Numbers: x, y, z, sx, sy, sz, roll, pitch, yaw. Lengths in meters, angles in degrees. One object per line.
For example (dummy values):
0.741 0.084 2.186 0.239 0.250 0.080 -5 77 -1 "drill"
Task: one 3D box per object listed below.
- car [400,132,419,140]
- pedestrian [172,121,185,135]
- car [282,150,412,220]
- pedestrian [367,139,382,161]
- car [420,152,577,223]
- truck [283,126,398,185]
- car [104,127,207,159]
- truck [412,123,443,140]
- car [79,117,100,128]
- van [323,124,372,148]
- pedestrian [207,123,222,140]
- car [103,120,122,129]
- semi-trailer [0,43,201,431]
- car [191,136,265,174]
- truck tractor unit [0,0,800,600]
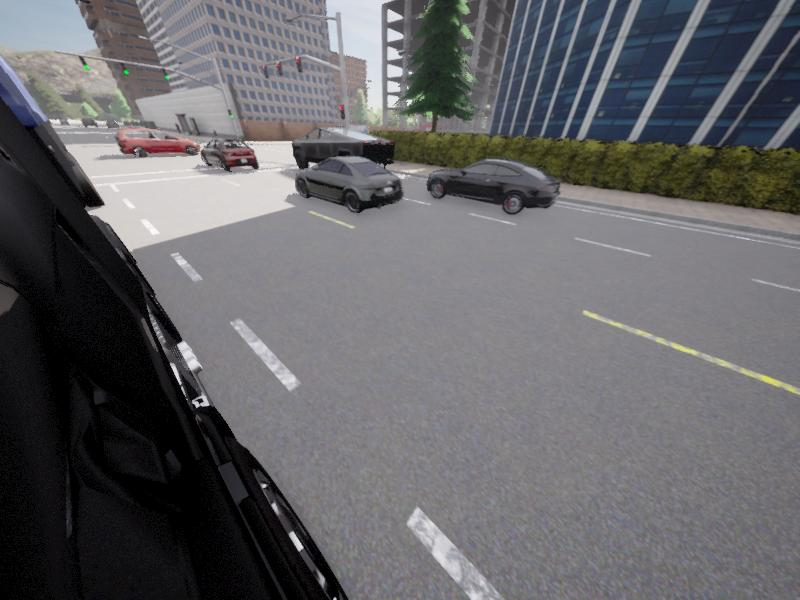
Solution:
2.710 -45.306 63.826 4.974 1.542 2.038 28 44 30 "car"
-37.535 -29.075 39.120 0.751 1.860 0.751 30 45 33 "pedestrian"
-1.880 -4.179 8.007 4.181 1.385 1.994 28 43 30 "car"
-1.907 -11.274 17.362 0.751 1.300 0.751 24 42 26 "pedestrian"
3.193 -4.264 8.323 4.674 1.442 1.812 27 43 30 "car"
-3.301 -7.958 12.431 6.274 2.098 2.390 28 44 31 "truck"
-17.704 -11.595 17.012 2.242 1.667 4.611 28 43 30 "car"
7.852 -48.983 67.128 8.468 3.827 2.891 28 44 31 "truck"
-77.362 -44.063 57.474 5.566 2.045 2.150 28 43 30 "car"
-6.997 -22.460 31.670 2.351 2.431 6.366 28 43 30 "van"
-24.964 -22.665 31.103 0.751 1.860 0.751 26 43 29 "pedestrian"
-71.614 -43.603 57.482 4.856 1.649 2.033 28 43 30 "car"
-8.704 -3.572 4.265 14.254 4.402 2.717 28 44 30 "semi-trailer"
-9.894 -8.415 13.257 4.193 1.474 1.816 27 43 31 "car"
-2.645 -0.295 0.351 6.516 4.208 3.053 28 44 30 "truck tractor unit"
